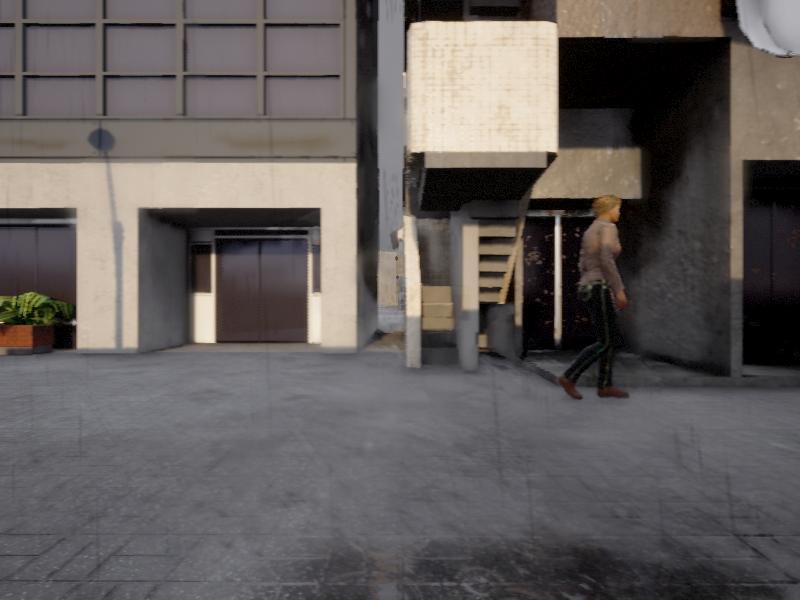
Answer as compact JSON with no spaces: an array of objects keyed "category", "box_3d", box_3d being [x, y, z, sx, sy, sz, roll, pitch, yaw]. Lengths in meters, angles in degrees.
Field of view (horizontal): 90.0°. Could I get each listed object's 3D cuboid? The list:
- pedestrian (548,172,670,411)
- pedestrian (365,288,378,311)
[{"category":"pedestrian","box_3d":[1.781,-0.067,3.536,0.751,1.860,0.751,0,0,8]},{"category":"pedestrian","box_3d":[-2.388,-0.043,33.209,0.751,1.860,0.751,0,0,39]}]
